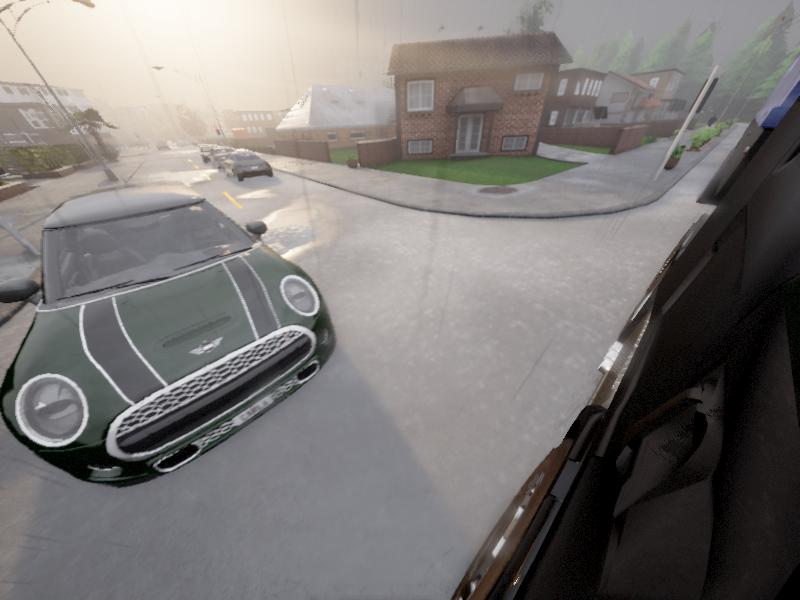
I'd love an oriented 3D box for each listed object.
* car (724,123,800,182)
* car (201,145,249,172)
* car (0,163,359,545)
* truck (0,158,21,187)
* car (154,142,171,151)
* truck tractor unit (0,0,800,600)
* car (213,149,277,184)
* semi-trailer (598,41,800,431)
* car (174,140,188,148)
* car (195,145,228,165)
[{"bbox_3d":[16.177,-6.478,9.887,5.238,1.638,1.930,-28,44,-30],"label":"car"},{"bbox_3d":[-14.574,-11.802,19.102,2.033,1.411,5.357,-28,44,-30],"label":"car"},{"bbox_3d":[-2.860,-0.446,2.925,2.097,1.767,4.553,-32,46,-33],"label":"car"},{"bbox_3d":[-25.986,-7.260,12.777,4.478,2.038,2.069,-26,43,-32],"label":"truck"},{"bbox_3d":[-50.069,-32.349,48.666,1.994,1.385,4.181,-28,44,-30],"label":"car"},{"bbox_3d":[2.645,-0.295,0.351,6.516,4.208,3.053,-28,44,-30],"label":"truck tractor unit"},{"bbox_3d":[-9.520,-8.286,14.129,1.994,1.385,4.181,-30,45,-32],"label":"car"},{"bbox_3d":[8.694,-3.611,4.228,14.254,4.402,2.717,-28,44,-30],"label":"semi-trailer"},{"bbox_3d":[-60.831,-43.445,64.145,2.152,1.651,5.027,-28,44,-30],"label":"car"},{"bbox_3d":[-19.198,-14.780,23.436,1.895,1.301,4.718,-27,43,-29],"label":"car"}]
